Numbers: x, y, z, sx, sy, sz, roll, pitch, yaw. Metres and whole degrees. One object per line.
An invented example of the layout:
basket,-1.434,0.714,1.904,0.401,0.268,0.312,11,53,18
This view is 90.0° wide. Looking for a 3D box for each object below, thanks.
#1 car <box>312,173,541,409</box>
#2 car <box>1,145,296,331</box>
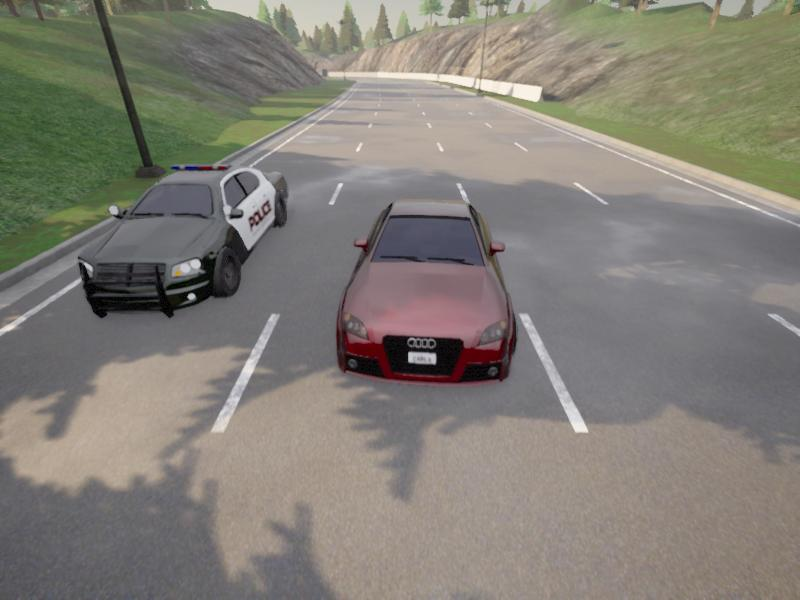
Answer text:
car,0.396,-0.574,5.633,1.994,1.385,4.181,2,30,4
car,-3.508,-1.503,7.075,2.038,1.542,4.974,0,30,0
